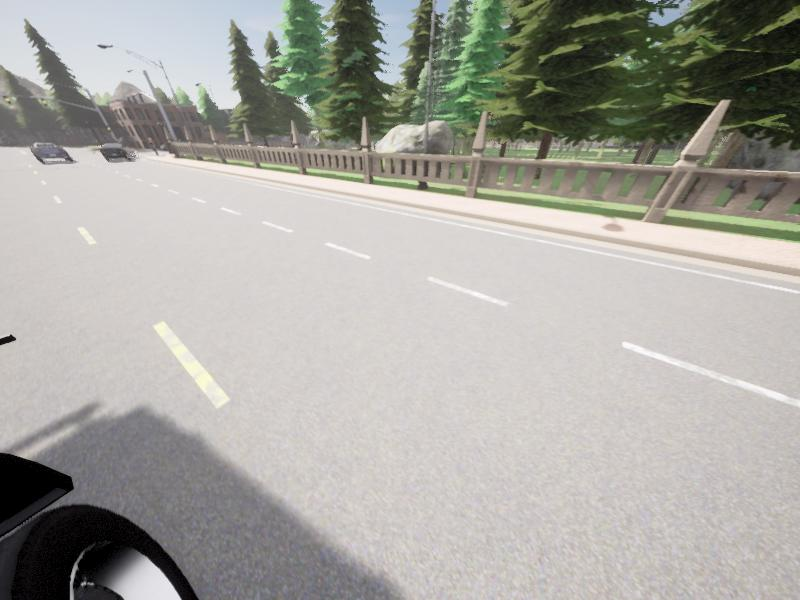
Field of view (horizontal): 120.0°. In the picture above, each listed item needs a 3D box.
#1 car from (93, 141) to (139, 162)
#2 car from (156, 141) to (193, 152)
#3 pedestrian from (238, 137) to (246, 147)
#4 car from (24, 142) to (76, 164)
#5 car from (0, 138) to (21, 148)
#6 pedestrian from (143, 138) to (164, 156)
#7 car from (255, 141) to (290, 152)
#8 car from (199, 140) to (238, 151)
[{"bbox_3d":[-31.194,-16.494,25.553,1.930,1.638,5.238,-23,41,-28],"label":"car"},{"bbox_3d":[-37.940,-25.926,38.991,1.970,1.475,3.806,22,41,28],"label":"car"},{"bbox_3d":[-35.165,-35.147,51.435,0.751,1.860,0.751,23,41,28],"label":"pedestrian"},{"bbox_3d":[-35.317,-14.900,23.277,5.027,1.651,2.152,23,41,29],"label":"car"},{"bbox_3d":[-85.417,-33.579,49.345,4.611,1.667,2.242,3,35,3],"label":"car"},{"bbox_3d":[-29.472,-18.278,27.598,0.751,1.860,0.751,8,36,11],"label":"pedestrian"},{"bbox_3d":[-22.769,-27.691,41.597,2.128,1.511,4.902,23,41,28],"label":"car"},{"bbox_3d":[-33.977,-29.135,43.481,1.801,1.575,5.366,23,41,28],"label":"car"}]
